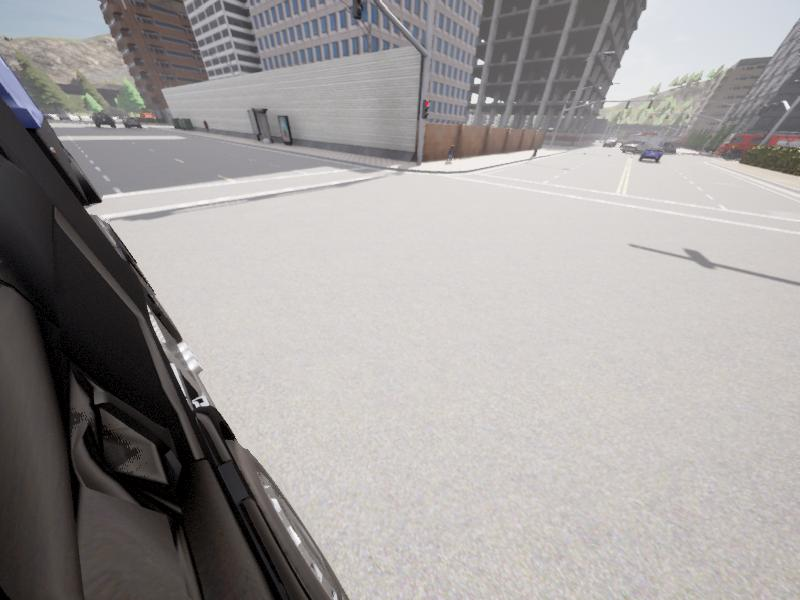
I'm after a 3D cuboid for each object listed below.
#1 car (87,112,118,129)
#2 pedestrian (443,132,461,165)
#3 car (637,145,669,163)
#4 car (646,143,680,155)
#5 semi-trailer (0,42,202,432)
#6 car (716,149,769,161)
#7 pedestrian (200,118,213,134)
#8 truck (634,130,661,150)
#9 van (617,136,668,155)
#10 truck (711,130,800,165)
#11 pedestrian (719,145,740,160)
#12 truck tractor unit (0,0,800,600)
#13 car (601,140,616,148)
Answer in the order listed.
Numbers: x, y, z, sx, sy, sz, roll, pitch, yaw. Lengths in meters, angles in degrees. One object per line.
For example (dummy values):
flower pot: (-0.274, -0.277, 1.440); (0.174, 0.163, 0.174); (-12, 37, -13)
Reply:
car: (-51.669, -31.194, 40.111); (5.566, 2.045, 2.150); (28, 44, 30)
pedestrian: (3.680, -10.782, 16.456); (0.751, 1.860, 0.751); (25, 42, 26)
car: (30.606, -17.733, 28.024); (2.007, 1.525, 4.514); (29, 44, 31)
car: (50.010, -28.823, 44.043); (3.988, 1.617, 1.851); (27, 43, 29)
semi-trailer: (-8.697, -3.623, 4.204); (14.254, 4.402, 2.717); (28, 44, 30)
car: (57.862, -24.652, 39.181); (4.718, 1.301, 1.895); (28, 43, 29)
pedestrian: (-28.277, -25.414, 33.786); (0.751, 1.860, 0.751); (31, 45, 32)
truck: (62.488, -40.515, 58.499); (2.891, 3.827, 8.468); (28, 44, 30)
van: (40.752, -25.953, 38.875); (6.366, 2.431, 2.351); (-8, 38, -14)
truck: (56.244, -23.820, 35.864); (8.468, 3.827, 2.891); (28, 43, 29)
pedestrian: (50.290, -22.491, 35.313); (0.751, 1.860, 0.751); (14, 38, 15)
truck tractor unit: (-2.645, -0.295, 0.351); (6.516, 4.208, 3.053); (28, 44, 30)
car: (52.711, -39.419, 58.427); (2.033, 1.411, 5.357); (28, 44, 30)
